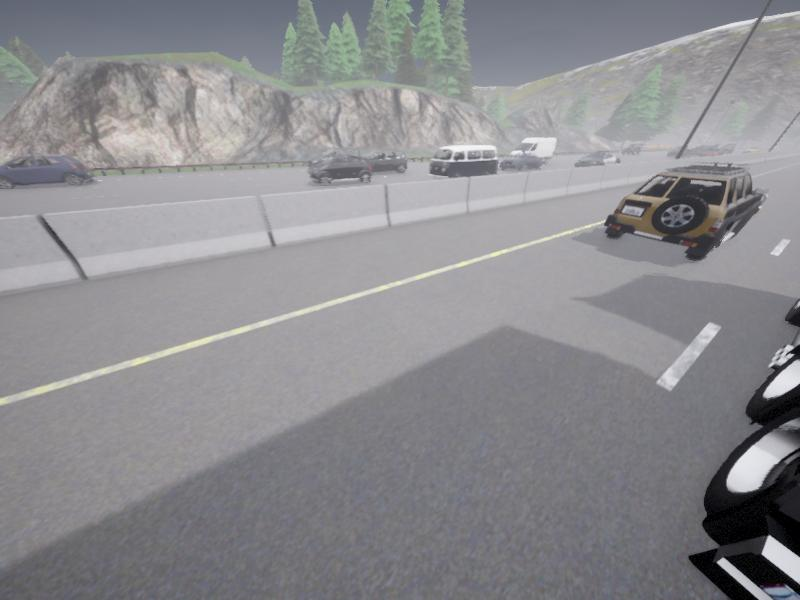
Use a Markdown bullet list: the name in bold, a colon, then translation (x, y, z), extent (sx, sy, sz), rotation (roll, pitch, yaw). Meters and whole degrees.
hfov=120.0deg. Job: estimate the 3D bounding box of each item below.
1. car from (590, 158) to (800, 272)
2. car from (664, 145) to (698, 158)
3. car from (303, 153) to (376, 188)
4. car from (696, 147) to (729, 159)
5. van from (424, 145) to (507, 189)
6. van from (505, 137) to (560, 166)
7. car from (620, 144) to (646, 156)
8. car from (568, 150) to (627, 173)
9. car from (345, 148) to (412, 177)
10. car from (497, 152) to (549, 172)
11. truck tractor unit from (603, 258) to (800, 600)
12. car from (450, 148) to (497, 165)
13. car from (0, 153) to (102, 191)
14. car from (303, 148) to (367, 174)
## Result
- **car**: translation (7.627, -2.503, 6.042), extent (4.605, 1.855, 1.932), rotation (-19, 39, -25)
- **car**: translation (47.661, -25.227, 39.185), extent (4.553, 1.767, 2.097), rotation (-19, 39, -25)
- **car**: translation (-3.584, -7.905, 13.999), extent (3.705, 1.549, 1.789), rotation (-18, 39, -25)
- **car**: translation (50.514, -23.751, 37.321), extent (4.514, 1.525, 2.007), rotation (-19, 39, -25)
- **van**: translation (3.997, -8.328, 14.248), extent (4.480, 2.038, 2.069), rotation (-19, 39, -25)
- **van**: translation (15.021, -16.890, 26.235), extent (5.915, 2.561, 1.988), rotation (-19, 39, -25)
- **car**: translation (44.800, -28.958, 44.442), extent (3.866, 1.878, 1.905), rotation (-19, 39, -25)
- **car**: translation (18.320, -12.937, 21.452), extent (4.974, 1.542, 2.038), rotation (-19, 39, -25)
- **car**: translation (-1.632, -10.937, 18.275), extent (4.611, 1.667, 2.242), rotation (-19, 39, -25)
- **car**: translation (11.420, -12.873, 21.447), extent (4.181, 1.385, 1.994), rotation (-19, 39, -25)
- **truck tractor unit**: translation (5.100, -0.310, 0.805), extent (6.516, 4.208, 3.053), rotation (-19, 39, -25)
- **car**: translation (8.480, -16.592, 26.650), extent (4.902, 1.511, 2.128), rotation (-18, 39, -25)
- **car**: translation (-19.828, -7.090, 12.695), extent (3.633, 1.501, 1.845), rotation (-19, 39, -25)
- **car**: translation (-5.455, -11.975, 19.734), extent (4.611, 1.667, 2.242), rotation (-19, 39, -25)
